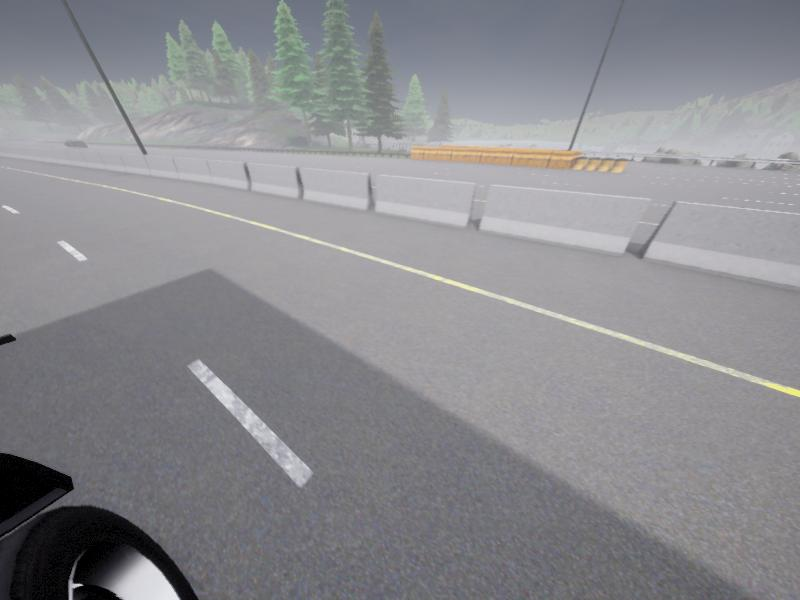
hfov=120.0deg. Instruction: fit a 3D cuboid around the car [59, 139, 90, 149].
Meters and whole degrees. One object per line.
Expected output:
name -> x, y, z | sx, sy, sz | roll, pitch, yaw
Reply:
car -> -63.909, -30.742, 45.359 | 5.008, 1.535, 1.882 | 16, 38, 21
